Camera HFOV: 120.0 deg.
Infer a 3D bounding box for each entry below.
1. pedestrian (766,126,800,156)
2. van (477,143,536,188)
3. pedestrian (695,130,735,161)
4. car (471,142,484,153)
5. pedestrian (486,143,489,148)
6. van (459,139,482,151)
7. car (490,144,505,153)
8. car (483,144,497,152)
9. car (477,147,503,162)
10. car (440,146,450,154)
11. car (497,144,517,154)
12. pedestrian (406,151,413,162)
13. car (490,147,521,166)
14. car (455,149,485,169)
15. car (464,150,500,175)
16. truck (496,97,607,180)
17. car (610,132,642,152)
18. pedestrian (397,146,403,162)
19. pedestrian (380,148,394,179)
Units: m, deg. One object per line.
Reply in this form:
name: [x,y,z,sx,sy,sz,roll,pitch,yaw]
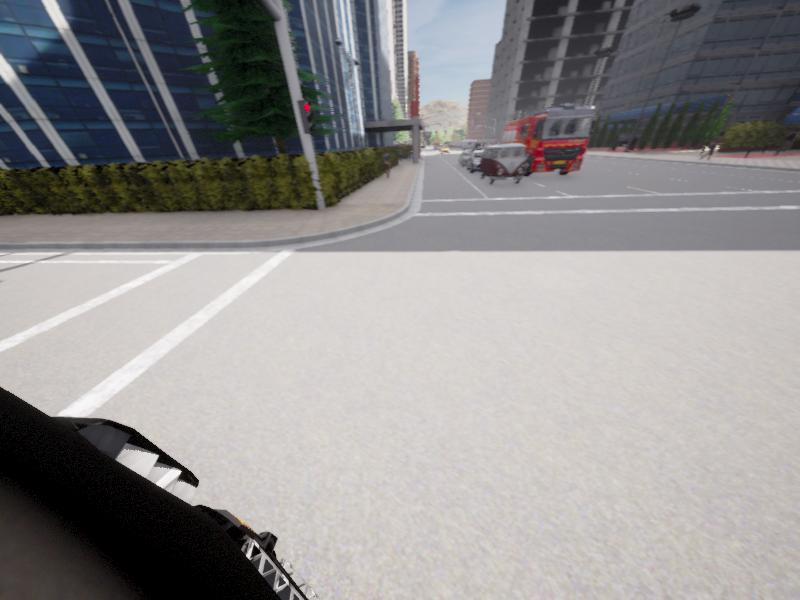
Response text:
pedestrian: [29.891,-12.254,17.830,0.751,1.860,0.751,-4,34,-1]
van: [6.122,-8.265,13.980,1.775,1.987,4.442,1,34,6]
pedestrian: [23.394,-11.493,17.217,0.751,1.860,0.751,0,34,5]
car: [17.425,-34.512,52.330,1.905,1.878,3.866,1,34,6]
pedestrian: [30.337,-53.514,79.869,0.751,1.300,0.751,0,34,4]
van: [20.946,-46.152,68.797,5.915,2.561,1.988,1,34,6]
car: [20.553,-32.090,48.839,1.970,1.475,3.806,1,34,6]
car: [21.235,-36.272,54.972,1.882,1.535,5.008,1,34,6]
car: [11.360,-18.609,29.553,1.994,1.385,4.181,1,34,5]
car: [10.651,-35.584,54.788,1.882,1.535,5.008,1,34,6]
car: [19.929,-28.369,43.321,1.837,1.490,4.892,1,34,6]
pedestrian: [1.372,-19.985,32.145,0.751,1.300,0.751,14,38,24]
car: [10.726,-14.801,23.776,1.845,1.501,3.633,1,34,6]
car: [7.302,-15.132,24.665,2.033,1.411,5.357,1,34,6]
car: [6.711,-11.566,19.316,1.970,1.475,3.806,1,34,6]
truck: [9.976,-11.533,16.897,2.891,3.827,8.468,1,34,6]
car: [31.993,-22.581,32.929,2.390,2.098,6.274,20,40,30]
pedestrian: [0.021,-20.958,33.201,0.751,1.860,0.751,-1,34,3]
pedestrian: [-0.923,-9.858,16.713,0.751,1.860,0.751,1,34,6]
